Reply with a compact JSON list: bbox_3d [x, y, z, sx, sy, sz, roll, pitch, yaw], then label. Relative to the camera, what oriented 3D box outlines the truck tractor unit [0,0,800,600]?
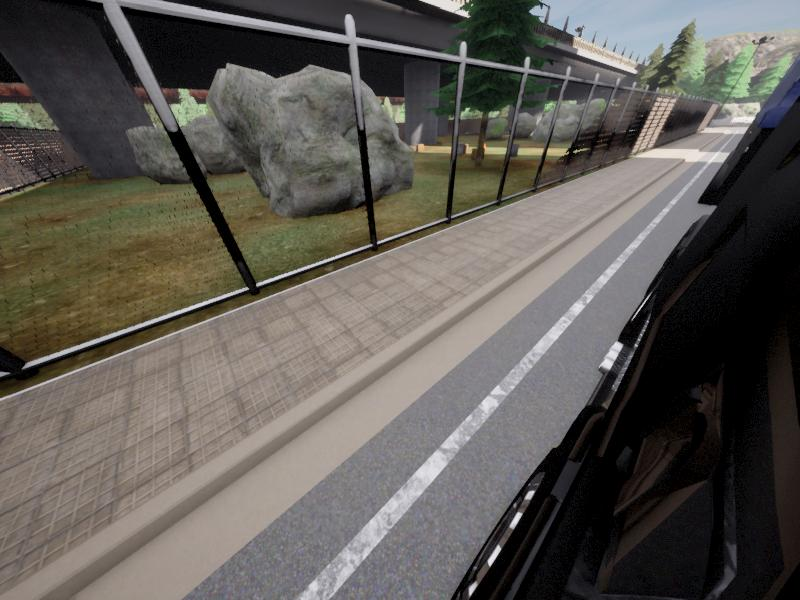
[{"bbox_3d":[2.645,-0.295,0.351,6.516,4.208,3.053,-28,44,-30],"label":"truck tractor unit"}]

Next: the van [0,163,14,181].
[{"bbox_3d":[-33.005,-10.154,17.713,1.775,1.987,4.442,-28,43,-30],"label":"van"}]

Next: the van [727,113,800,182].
[{"bbox_3d":[15.941,-6.333,9.429,4.480,2.038,2.069,-26,42,-29],"label":"van"}]

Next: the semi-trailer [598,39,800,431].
[{"bbox_3d":[8.701,-3.604,4.224,14.254,4.402,2.717,-28,44,-30],"label":"semi-trailer"}]
